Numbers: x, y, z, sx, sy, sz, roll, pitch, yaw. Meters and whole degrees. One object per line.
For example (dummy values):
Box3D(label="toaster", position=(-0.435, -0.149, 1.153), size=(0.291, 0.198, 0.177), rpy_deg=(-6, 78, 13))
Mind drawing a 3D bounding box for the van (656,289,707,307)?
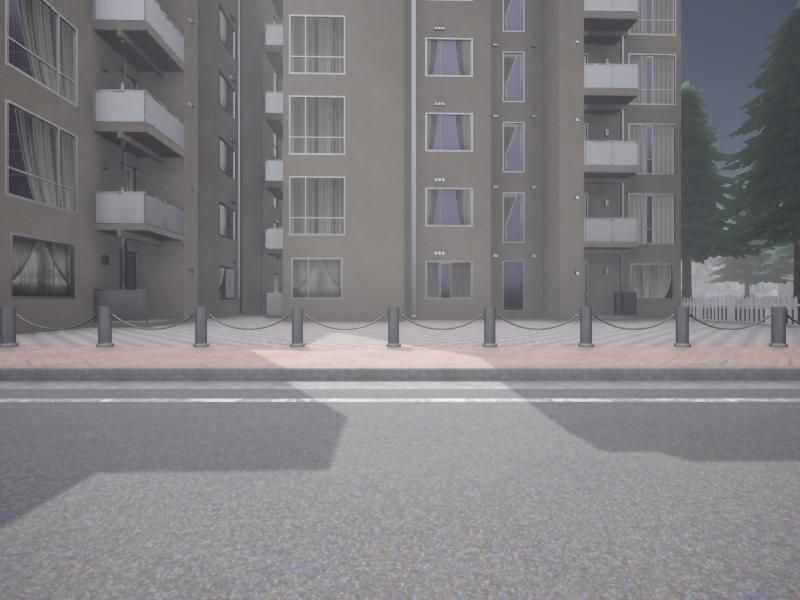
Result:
Box3D(label="van", position=(40.253, -0.277, 57.331), size=(5.915, 2.561, 1.988), rpy_deg=(0, 0, -1))
